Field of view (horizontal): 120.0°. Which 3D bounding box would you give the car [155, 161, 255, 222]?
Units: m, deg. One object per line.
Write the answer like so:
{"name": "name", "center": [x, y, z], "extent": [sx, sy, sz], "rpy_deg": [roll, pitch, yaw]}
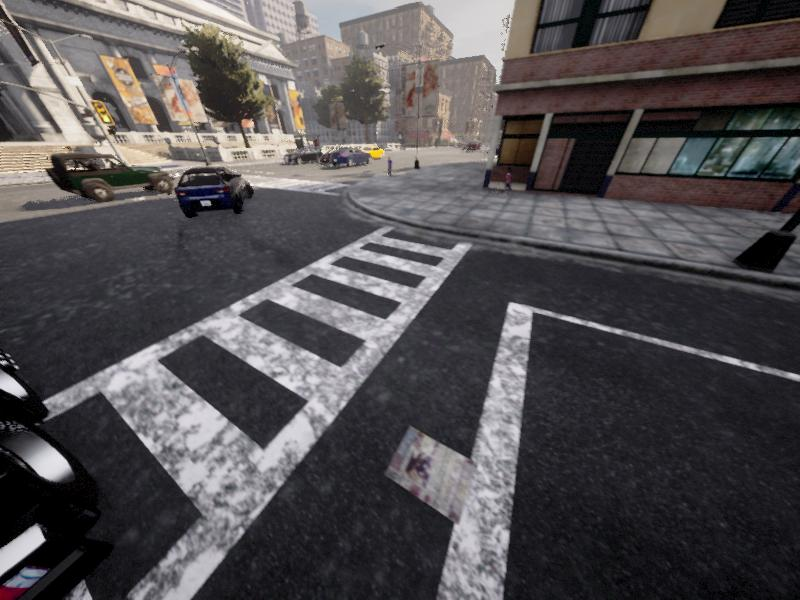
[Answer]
{"name": "car", "center": [-7.356, -4.554, 9.313], "extent": [1.816, 1.474, 4.193], "rpy_deg": [-13, 37, -17]}

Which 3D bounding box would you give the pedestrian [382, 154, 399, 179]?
{"name": "pedestrian", "center": [-0.616, -8.715, 15.070], "extent": [0.751, 1.300, 0.751], "rpy_deg": [23, 41, 29]}

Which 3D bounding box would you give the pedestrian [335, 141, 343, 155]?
{"name": "pedestrian", "center": [-10.272, -25.825, 39.229], "extent": [0.751, 1.860, 0.751], "rpy_deg": [17, 38, 23]}

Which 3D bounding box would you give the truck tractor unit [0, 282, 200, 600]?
{"name": "truck tractor unit", "center": [-5.143, -0.267, 0.734], "extent": [6.516, 4.208, 3.053], "rpy_deg": [17, 38, 23]}

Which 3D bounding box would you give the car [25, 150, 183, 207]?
{"name": "car", "center": [-13.516, -5.917, 10.962], "extent": [1.905, 1.878, 3.866], "rpy_deg": [17, 39, 23]}

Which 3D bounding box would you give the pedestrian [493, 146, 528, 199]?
{"name": "pedestrian", "center": [4.601, -5.341, 9.690], "extent": [0.751, 1.860, 0.751], "rpy_deg": [20, 40, 27]}

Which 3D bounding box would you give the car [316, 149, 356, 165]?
{"name": "car", "center": [-7.195, -16.478, 26.522], "extent": [1.994, 1.385, 4.181], "rpy_deg": [17, 38, 23]}

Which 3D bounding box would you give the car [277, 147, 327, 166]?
{"name": "car", "center": [-11.080, -16.618, 26.633], "extent": [2.128, 1.511, 4.902], "rpy_deg": [17, 39, 23]}

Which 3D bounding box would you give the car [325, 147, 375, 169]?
{"name": "car", "center": [-4.984, -14.762, 23.817], "extent": [2.152, 1.651, 5.027], "rpy_deg": [17, 39, 24]}

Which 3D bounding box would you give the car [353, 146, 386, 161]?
{"name": "car", "center": [-4.036, -19.980, 31.372], "extent": [1.882, 1.535, 5.008], "rpy_deg": [16, 38, 22]}

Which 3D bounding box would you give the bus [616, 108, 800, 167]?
{"name": "bus", "center": [30.244, -16.611, 23.851], "extent": [10.273, 4.253, 3.944], "rpy_deg": [17, 38, 23]}
